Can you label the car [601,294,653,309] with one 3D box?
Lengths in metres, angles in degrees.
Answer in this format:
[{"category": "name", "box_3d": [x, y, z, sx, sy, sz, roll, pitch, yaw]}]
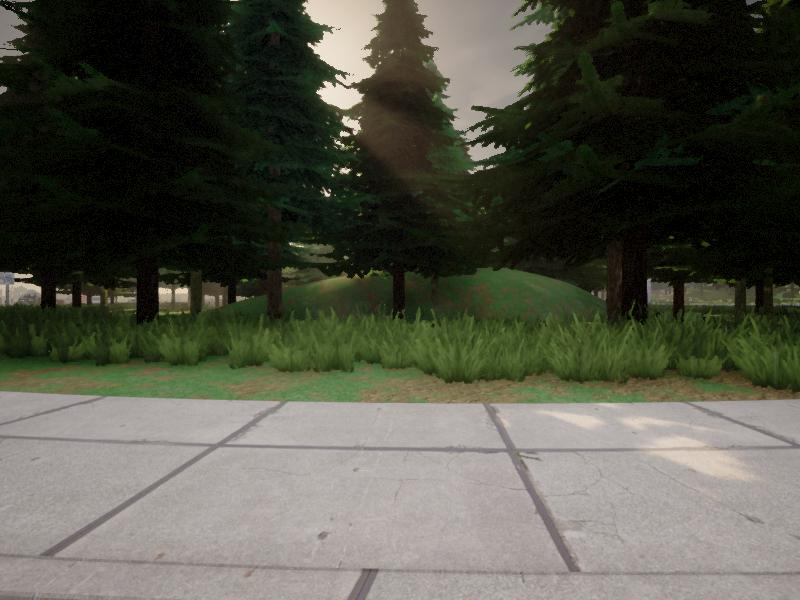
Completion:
[{"category": "car", "box_3d": [26.422, 0.178, 46.758, 2.033, 1.649, 4.856, 0, 0, -30]}]
